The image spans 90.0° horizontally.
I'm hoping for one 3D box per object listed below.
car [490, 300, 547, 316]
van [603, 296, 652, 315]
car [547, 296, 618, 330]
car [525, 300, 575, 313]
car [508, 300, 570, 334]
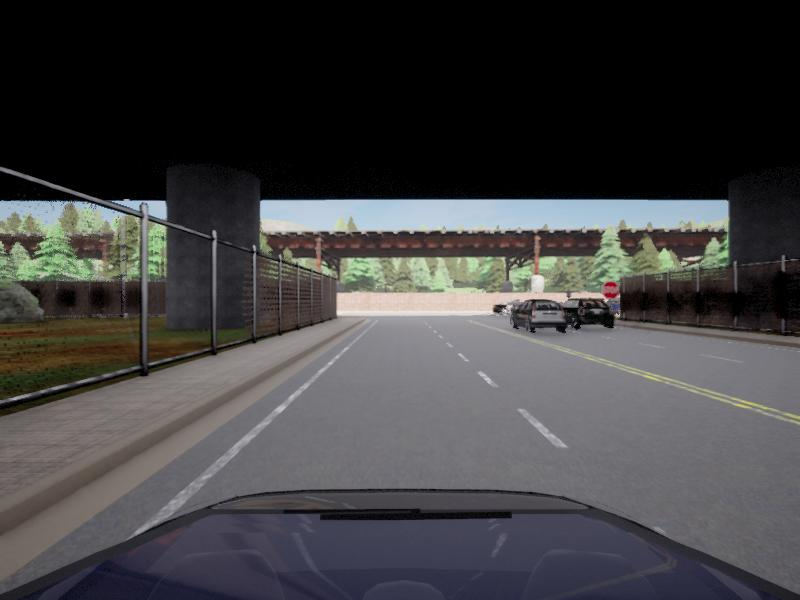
[{"bbox_3d":[12.121,0.770,41.209,5.238,1.638,1.930,0,0,1],"label":"car"},{"bbox_3d":[25.217,0.598,44.519,4.442,1.987,1.775,0,0,1],"label":"van"},{"bbox_3d":[10.502,0.694,23.459,2.097,1.767,4.553,0,0,0],"label":"car"},{"bbox_3d":[17.957,0.770,48.118,5.238,1.638,1.930,0,0,1],"label":"car"},{"bbox_3d":[7.005,0.788,20.606,1.851,1.617,3.988,0,0,0],"label":"car"}]
